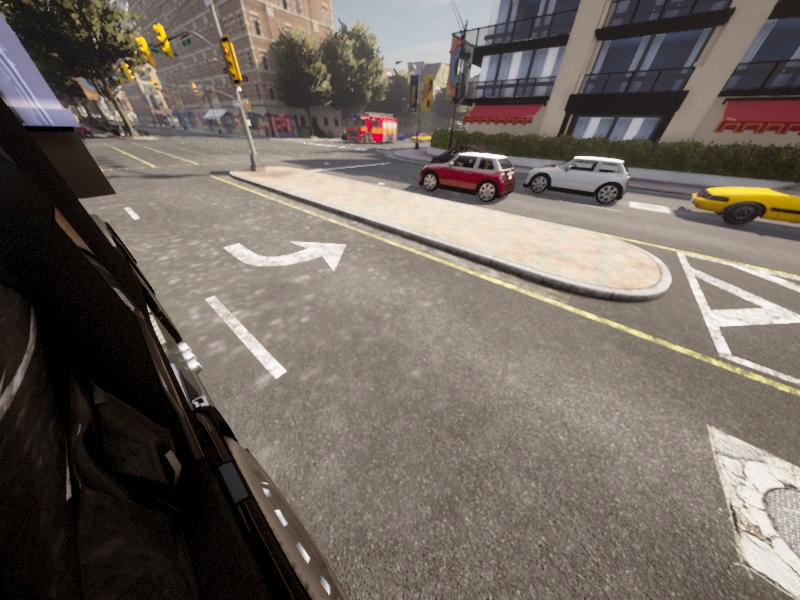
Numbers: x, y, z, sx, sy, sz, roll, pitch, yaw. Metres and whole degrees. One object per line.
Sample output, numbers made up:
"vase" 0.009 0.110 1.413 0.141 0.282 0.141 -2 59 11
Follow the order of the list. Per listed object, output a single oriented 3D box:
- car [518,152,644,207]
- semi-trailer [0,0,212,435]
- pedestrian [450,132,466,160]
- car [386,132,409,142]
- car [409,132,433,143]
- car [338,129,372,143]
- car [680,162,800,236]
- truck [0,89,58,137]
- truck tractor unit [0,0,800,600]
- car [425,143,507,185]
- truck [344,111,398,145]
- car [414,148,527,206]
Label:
"car" 7.680 -5.396 10.084 3.806 1.475 1.970 28 43 30
"semi-trailer" -9.461 -2.926 3.300 14.254 4.402 2.717 18 40 20
"pedestrian" 4.792 -12.779 19.211 0.751 1.860 0.751 27 43 29
"car" -0.429 -31.378 44.523 1.812 1.442 4.674 27 43 29
"car" 4.054 -31.287 44.548 1.801 1.575 5.366 27 43 29
"car" -7.215 -26.655 37.619 1.930 1.638 5.238 27 43 29
"car" 12.688 -2.838 6.855 5.366 1.575 1.801 27 43 30
"truck" -42.469 -20.819 25.891 8.468 3.827 2.891 27 43 30
"truck tractor unit" -2.645 -0.295 0.351 6.516 4.208 3.053 28 44 30
"car" 3.489 -7.606 12.742 3.705 1.549 1.789 28 43 30
"truck" -4.103 -26.399 35.628 2.891 3.827 8.468 27 43 29
"car" 2.759 -5.248 9.597 3.806 1.475 1.970 28 43 30
